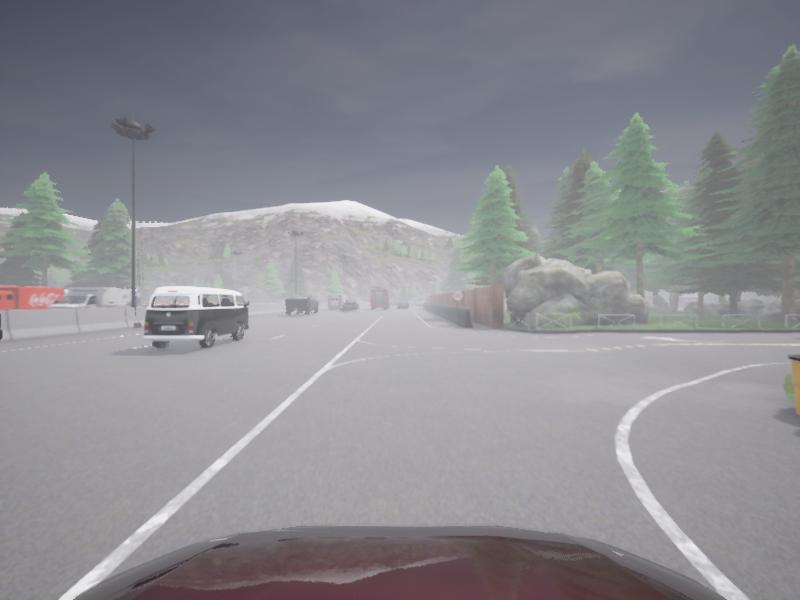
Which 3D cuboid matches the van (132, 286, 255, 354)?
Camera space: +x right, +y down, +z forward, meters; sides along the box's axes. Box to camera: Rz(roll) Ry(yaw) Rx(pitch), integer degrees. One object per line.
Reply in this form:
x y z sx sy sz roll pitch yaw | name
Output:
-7.003 0.580 14.261 2.069 2.038 4.480 0 0 0 | van

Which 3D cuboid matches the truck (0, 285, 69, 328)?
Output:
-24.502 0.363 25.438 2.627 2.467 5.204 0 0 0 | truck

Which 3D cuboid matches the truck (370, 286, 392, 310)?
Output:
-3.167 -0.291 69.287 2.891 3.827 8.468 0 0 3 | truck

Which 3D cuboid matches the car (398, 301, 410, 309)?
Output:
0.718 0.939 73.287 1.994 1.385 4.181 0 0 5 | car

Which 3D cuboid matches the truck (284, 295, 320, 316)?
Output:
-10.504 0.561 43.471 2.390 2.098 6.274 0 0 0 | truck

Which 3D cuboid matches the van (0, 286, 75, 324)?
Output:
-28.005 0.335 30.321 1.988 2.561 5.915 0 0 0 | van

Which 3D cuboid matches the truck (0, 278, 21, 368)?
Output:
-10.501 0.546 6.672 2.390 2.098 6.274 0 0 0 | truck

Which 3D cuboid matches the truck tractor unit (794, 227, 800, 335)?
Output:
18.828 -0.715 14.243 6.516 4.208 3.053 0 0 1 | truck tractor unit

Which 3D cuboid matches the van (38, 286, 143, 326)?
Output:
-21.004 0.390 27.712 2.351 2.431 6.366 0 0 0 | van

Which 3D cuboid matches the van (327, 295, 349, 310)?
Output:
-10.289 0.406 66.876 2.351 2.431 6.366 0 0 3 | van
